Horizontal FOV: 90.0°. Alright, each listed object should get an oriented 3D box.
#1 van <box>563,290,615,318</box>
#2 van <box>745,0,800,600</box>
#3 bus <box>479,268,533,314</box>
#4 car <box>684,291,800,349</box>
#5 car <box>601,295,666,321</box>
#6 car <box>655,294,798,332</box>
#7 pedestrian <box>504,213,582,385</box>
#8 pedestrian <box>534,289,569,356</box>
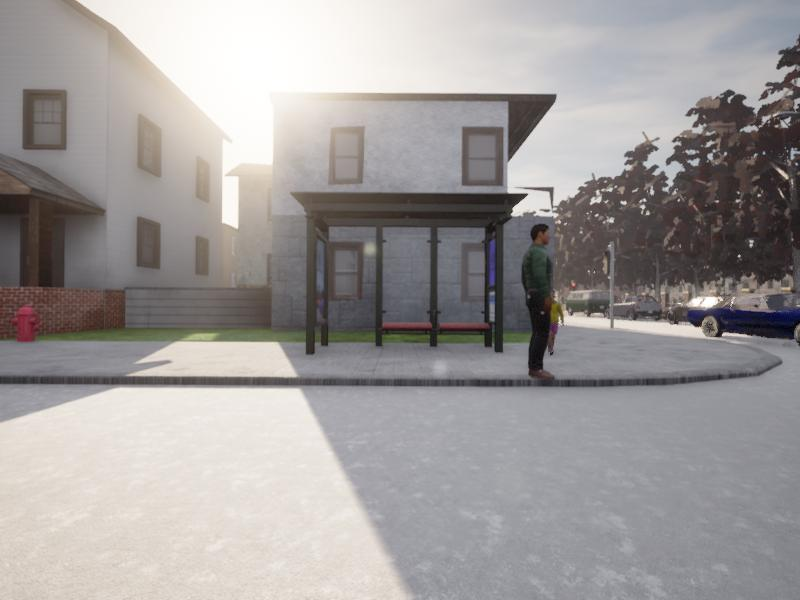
[{"bbox_3d":[14.274,0.277,30.578,1.775,1.987,4.442,0,0,-2],"label":"van"},{"bbox_3d":[4.538,-0.184,1.692,6.366,2.431,2.351,1,-1,-26],"label":"van"},{"bbox_3d":[10.757,-0.803,41.883,3.944,4.253,10.273,0,-1,6],"label":"bus"},{"bbox_3d":[10.041,0.470,10.472,1.895,1.301,4.718,0,0,1],"label":"car"},{"bbox_3d":[14.193,0.467,24.571,1.845,1.501,3.633,0,0,-1],"label":"car"},{"bbox_3d":[13.945,0.490,17.677,2.033,1.411,5.357,0,0,2],"label":"car"},{"bbox_3d":[1.665,-0.012,4.771,0.751,1.860,0.751,0,0,9],"label":"pedestrian"},{"bbox_3d":[2.569,0.364,6.814,0.500,1.100,0.500,0,0,15],"label":"pedestrian"}]
